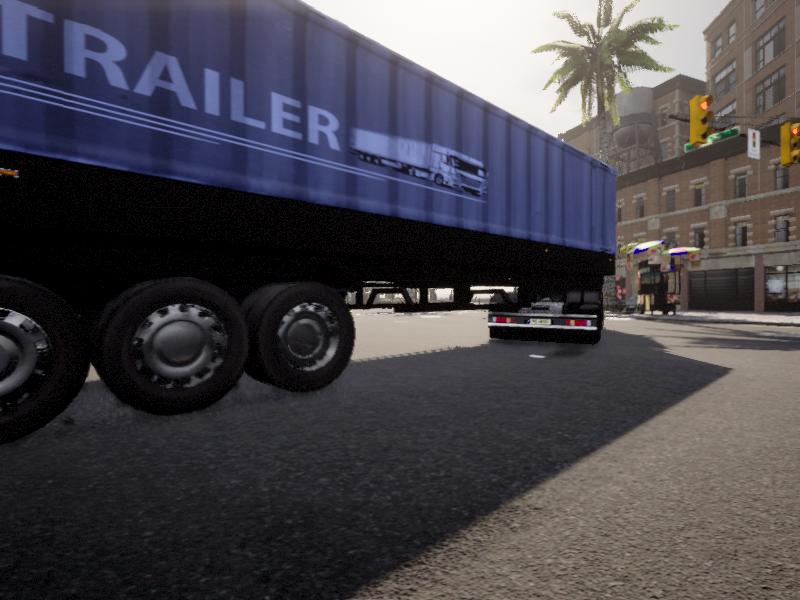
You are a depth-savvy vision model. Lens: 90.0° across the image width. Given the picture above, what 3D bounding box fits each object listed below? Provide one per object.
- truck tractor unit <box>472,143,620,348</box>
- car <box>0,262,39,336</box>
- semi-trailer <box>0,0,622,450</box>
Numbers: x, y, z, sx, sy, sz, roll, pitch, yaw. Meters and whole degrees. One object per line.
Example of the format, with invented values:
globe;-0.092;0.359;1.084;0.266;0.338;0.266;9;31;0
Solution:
truck tractor unit;4.578;-1.142;11.815;3.053;4.208;6.516;1;1;27
car;-13.888;0.002;10.919;5.566;2.045;2.150;-1;0;-23
semi-trailer;-0.768;-1.223;6.110;14.254;4.402;2.717;0;0;-42
